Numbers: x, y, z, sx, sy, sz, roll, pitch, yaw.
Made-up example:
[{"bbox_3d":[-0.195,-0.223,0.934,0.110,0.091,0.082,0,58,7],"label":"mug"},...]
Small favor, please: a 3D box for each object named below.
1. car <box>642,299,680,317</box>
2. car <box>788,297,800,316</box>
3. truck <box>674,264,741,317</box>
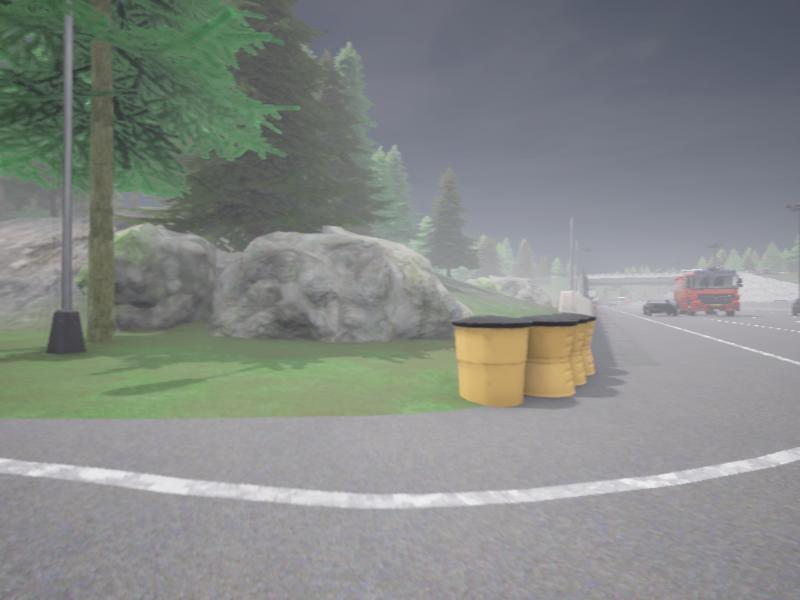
[{"bbox_3d":[20.433,0.604,31.500,1.895,1.301,4.718,0,0,26],"label":"car"},{"bbox_3d":[31.380,0.511,30.111,1.816,1.474,4.193,0,0,25],"label":"car"},{"bbox_3d":[25.127,-0.645,33.178,2.891,3.827,8.468,0,0,27],"label":"truck"}]
